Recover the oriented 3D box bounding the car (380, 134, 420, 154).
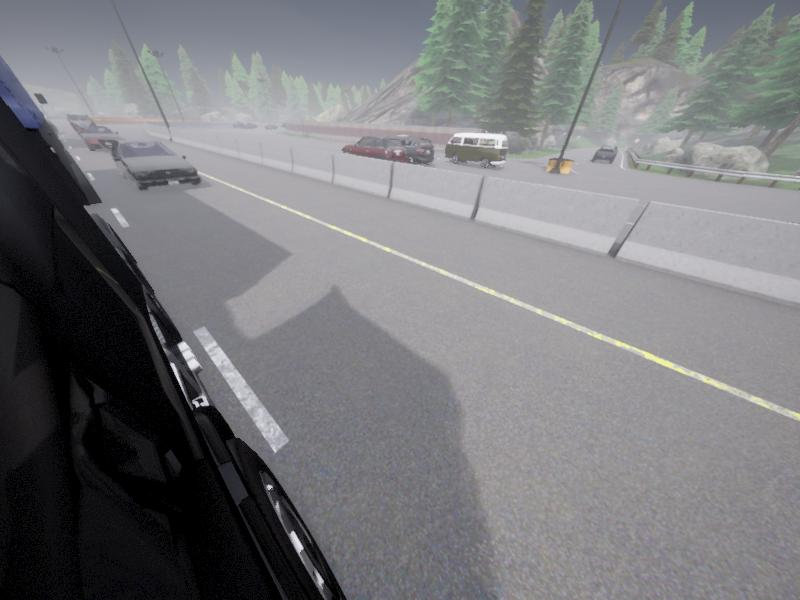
[{"bbox_3d":[-0.093,-16.705,24.672,3.806,1.475,1.970,28,44,30],"label":"car"}]

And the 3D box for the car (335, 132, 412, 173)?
[{"bbox_3d":[-1.732,-9.489,14.688,4.553,1.767,2.097,28,44,30],"label":"car"}]

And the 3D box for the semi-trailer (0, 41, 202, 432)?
[{"bbox_3d":[-8.703,-3.614,4.206,14.254,4.402,2.717,28,44,30],"label":"semi-trailer"}]

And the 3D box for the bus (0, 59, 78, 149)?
[{"bbox_3d":[-27.674,-13.508,16.270,10.273,4.253,3.944,27,43,31],"label":"bus"}]

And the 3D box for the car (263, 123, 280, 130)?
[{"bbox_3d":[-35.067,-47.362,63.174,1.994,1.385,4.181,5,38,3],"label":"car"}]

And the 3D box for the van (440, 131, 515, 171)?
[{"bbox_3d":[5.618,-11.133,17.171,4.480,2.038,2.069,28,44,29],"label":"van"}]

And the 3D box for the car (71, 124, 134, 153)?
[{"bbox_3d":[-20.973,-11.394,16.284,4.181,1.385,1.994,28,44,30],"label":"car"}]

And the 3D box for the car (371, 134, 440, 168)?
[{"bbox_3d":[0.296,-11.092,17.062,4.611,1.667,2.242,28,44,30],"label":"car"}]

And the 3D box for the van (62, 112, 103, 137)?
[{"bbox_3d":[-33.916,-18.756,24.705,4.442,1.987,1.775,30,45,32],"label":"van"}]

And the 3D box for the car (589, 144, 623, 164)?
[{"bbox_3d":[22.466,-15.939,25.133,2.128,1.511,4.902,27,43,29],"label":"car"}]

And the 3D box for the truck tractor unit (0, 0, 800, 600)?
[{"bbox_3d":[-2.645,-0.295,0.351,6.516,4.208,3.053,28,44,30],"label":"truck tractor unit"}]

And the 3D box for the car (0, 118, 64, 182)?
[{"bbox_3d":[-16.041,-6.177,9.330,4.553,1.767,2.097,28,44,30],"label":"car"}]

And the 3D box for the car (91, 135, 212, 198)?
[{"bbox_3d":[-9.894,-5.471,9.121,5.357,1.411,2.033,28,44,30],"label":"car"}]
